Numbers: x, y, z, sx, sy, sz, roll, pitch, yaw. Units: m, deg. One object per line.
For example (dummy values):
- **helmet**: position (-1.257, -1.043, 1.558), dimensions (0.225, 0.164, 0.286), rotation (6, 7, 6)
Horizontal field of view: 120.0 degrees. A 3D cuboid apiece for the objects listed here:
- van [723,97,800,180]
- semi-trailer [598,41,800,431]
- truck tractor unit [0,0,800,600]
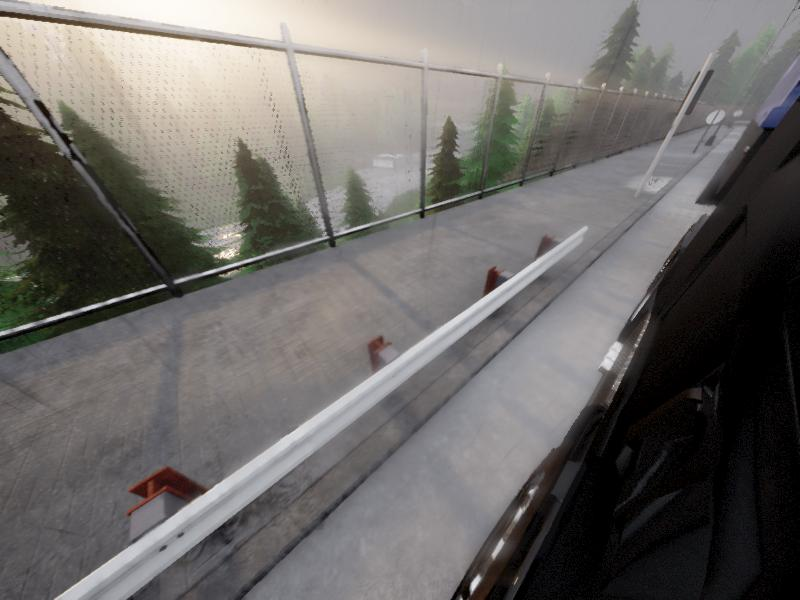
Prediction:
- **van**: position (17.244, -7.406, 10.368), dimensions (5.915, 2.561, 1.988), rotation (-29, 44, -30)
- **semi-trailer**: position (8.692, -3.603, 4.244), dimensions (14.254, 4.402, 2.717), rotation (-28, 44, -30)
- **truck tractor unit**: position (2.645, -0.295, 0.352), dimensions (6.516, 4.208, 3.053), rotation (-28, 44, -30)
